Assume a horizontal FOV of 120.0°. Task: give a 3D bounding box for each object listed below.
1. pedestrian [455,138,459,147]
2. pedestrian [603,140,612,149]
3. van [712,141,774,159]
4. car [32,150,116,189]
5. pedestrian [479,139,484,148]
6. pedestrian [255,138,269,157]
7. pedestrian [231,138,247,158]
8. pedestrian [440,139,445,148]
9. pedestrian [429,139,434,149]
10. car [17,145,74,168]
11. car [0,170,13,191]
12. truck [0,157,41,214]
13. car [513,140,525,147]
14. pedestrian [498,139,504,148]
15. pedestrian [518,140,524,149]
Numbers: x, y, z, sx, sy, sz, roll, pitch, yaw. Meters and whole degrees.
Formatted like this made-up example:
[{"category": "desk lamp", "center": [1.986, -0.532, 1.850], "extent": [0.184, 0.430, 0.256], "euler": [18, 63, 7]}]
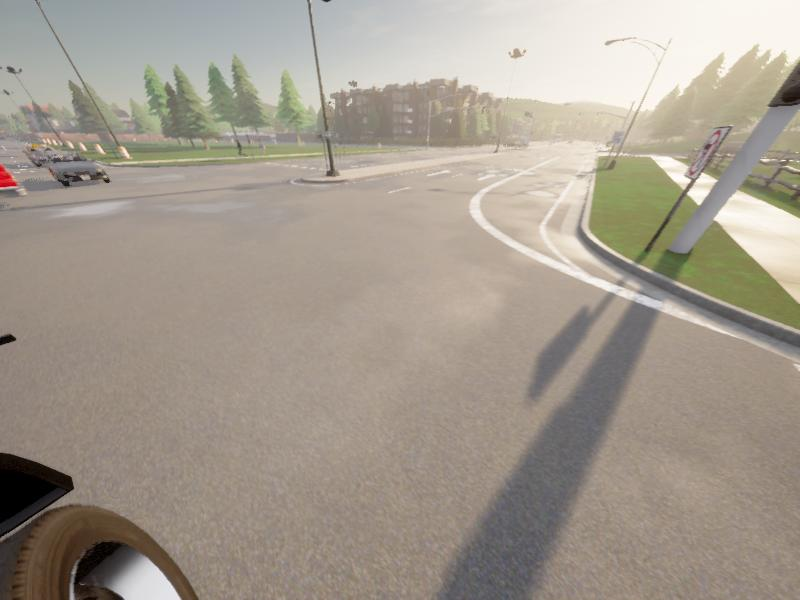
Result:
[{"category": "pedestrian", "center": [15.063, -41.702, 61.209], "extent": [0.751, 1.860, 0.751], "euler": [18, 39, 23]}, {"category": "pedestrian", "center": [49.333, -36.991, 54.870], "extent": [0.751, 1.860, 0.751], "euler": [28, 44, 33]}, {"category": "van", "center": [50.907, -22.429, 34.480], "extent": [4.442, 1.987, 1.775], "euler": [22, 41, 28]}, {"category": "car", "center": [-17.957, -7.277, 12.745], "extent": [4.193, 1.474, 1.816], "euler": [22, 41, 28]}, {"category": "pedestrian", "center": [21.710, -41.846, 61.742], "extent": [0.751, 1.860, 0.751], "euler": [29, 44, 34]}, {"category": "pedestrian", "center": [-16.661, -18.471, 27.971], "extent": [0.751, 1.860, 0.751], "euler": [25, 42, 30]}, {"category": "pedestrian", "center": [-18.430, -17.450, 26.506], "extent": [0.751, 1.860, 0.751], "euler": [27, 43, 32]}, {"category": "pedestrian", "center": [10.315, -38.173, 56.423], "extent": [0.751, 1.860, 0.751], "euler": [22, 41, 28]}, {"category": "pedestrian", "center": [7.217, -35.893, 53.160], "extent": [0.751, 1.860, 0.751], "euler": [21, 40, 27]}, {"category": "car", "center": [-30.431, -12.383, 19.844], "extent": [3.806, 1.475, 1.970], "euler": [22, 41, 28]}, {"category": "car", "center": [-21.715, -6.364, 11.381], "extent": [4.902, 1.511, 2.128], "euler": [22, 41, 28]}, {"category": "truck", "center": [-15.879, -3.623, 6.731], "extent": [2.627, 2.467, 5.204], "euler": [23, 41, 28]}, {"category": "car", "center": [38.127, -50.313, 74.011], "extent": [2.097, 1.767, 4.553], "euler": [22, 41, 28]}, {"category": "pedestrian", "center": [26.383, -40.842, 60.369], "extent": [0.751, 1.860, 0.751], "euler": [18, 39, 23]}, {"category": "pedestrian", "center": [30.249, -39.075, 57.907], "extent": [0.751, 1.860, 0.751], "euler": [19, 39, 24]}]
